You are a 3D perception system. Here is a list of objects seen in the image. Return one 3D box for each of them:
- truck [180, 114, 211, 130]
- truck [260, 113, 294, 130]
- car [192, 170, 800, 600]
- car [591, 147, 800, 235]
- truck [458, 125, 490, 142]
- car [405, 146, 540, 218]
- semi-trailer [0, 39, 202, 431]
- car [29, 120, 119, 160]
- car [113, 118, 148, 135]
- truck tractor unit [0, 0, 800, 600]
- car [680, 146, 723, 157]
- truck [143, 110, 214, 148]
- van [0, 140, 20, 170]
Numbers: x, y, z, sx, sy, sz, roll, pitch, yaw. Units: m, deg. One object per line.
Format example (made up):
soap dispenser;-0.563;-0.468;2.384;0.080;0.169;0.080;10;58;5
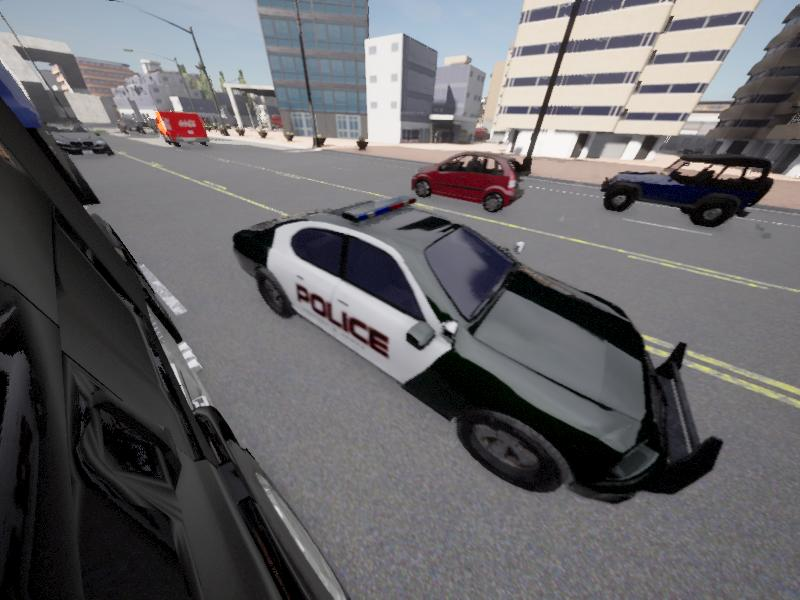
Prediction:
truck;-43.204;-37.623;48.962;2.627;2.467;5.204;-7;38;-12
truck;-39.192;-57.085;74.003;2.891;3.827;8.468;25;42;26
car;0.128;-0.239;2.706;4.974;1.542;2.038;25;42;27
car;9.315;-3.865;7.811;3.866;1.878;1.905;25;42;27
truck;22.743;-51.467;71.473;8.468;3.827;2.891;25;42;26
car;2.395;-4.432;8.365;3.988;1.617;1.851;25;42;27
semi-trailer;-8.726;-3.589;4.196;14.254;4.402;2.717;28;44;29
car;-19.776;-9.786;14.040;4.611;1.667;2.242;25;42;27
car;-36.734;-23.633;31.449;5.027;1.651;2.152;30;45;31
truck tractor unit;-2.645;-0.295;0.351;6.516;4.208;3.053;28;44;30
car;64.408;-31.911;49.563;5.238;1.638;1.930;23;41;27
truck;-19.943;-15.435;20.886;5.204;2.467;2.627;26;42;27
van;-19.528;-7.180;10.324;4.442;1.987;1.775;25;42;27
